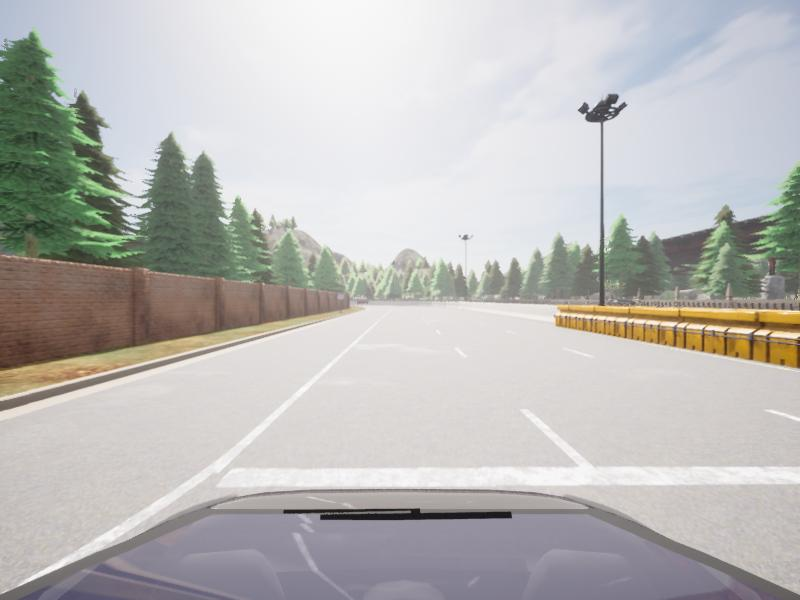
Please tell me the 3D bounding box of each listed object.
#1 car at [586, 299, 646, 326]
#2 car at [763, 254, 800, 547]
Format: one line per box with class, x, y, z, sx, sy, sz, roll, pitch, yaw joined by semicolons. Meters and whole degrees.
car;14.151;0.756;26.538;1.851;1.617;3.988;0;0;0
car;3.508;0.644;0.887;1.905;1.878;3.866;0;0;0
